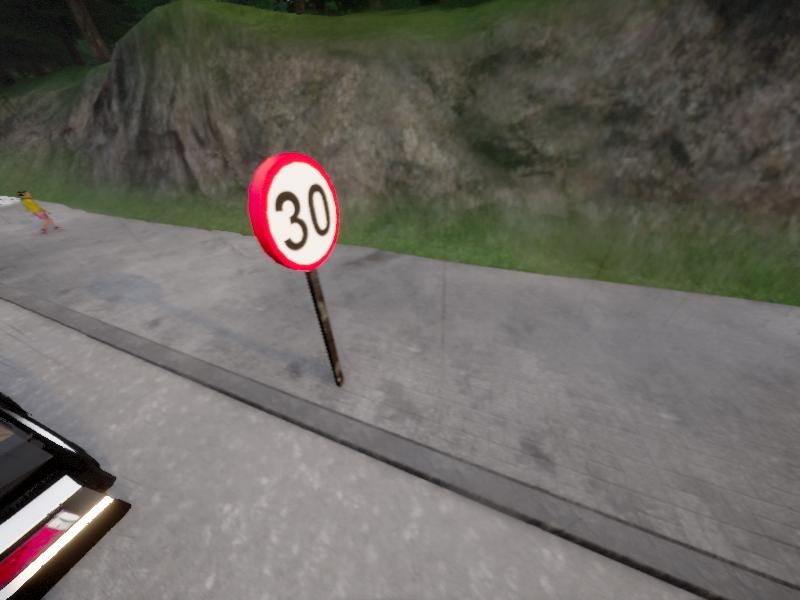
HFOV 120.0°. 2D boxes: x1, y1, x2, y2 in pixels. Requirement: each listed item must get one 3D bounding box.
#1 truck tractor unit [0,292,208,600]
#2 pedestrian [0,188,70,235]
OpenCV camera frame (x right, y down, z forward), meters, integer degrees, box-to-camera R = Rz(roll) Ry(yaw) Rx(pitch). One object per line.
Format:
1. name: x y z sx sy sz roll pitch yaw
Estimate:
1. truck tractor unit: -5.255 -0.123 0.546 6.516 4.208 3.053 12 37 17
2. pedestrian: -10.121 -2.440 6.387 0.500 1.100 0.500 5 36 7
